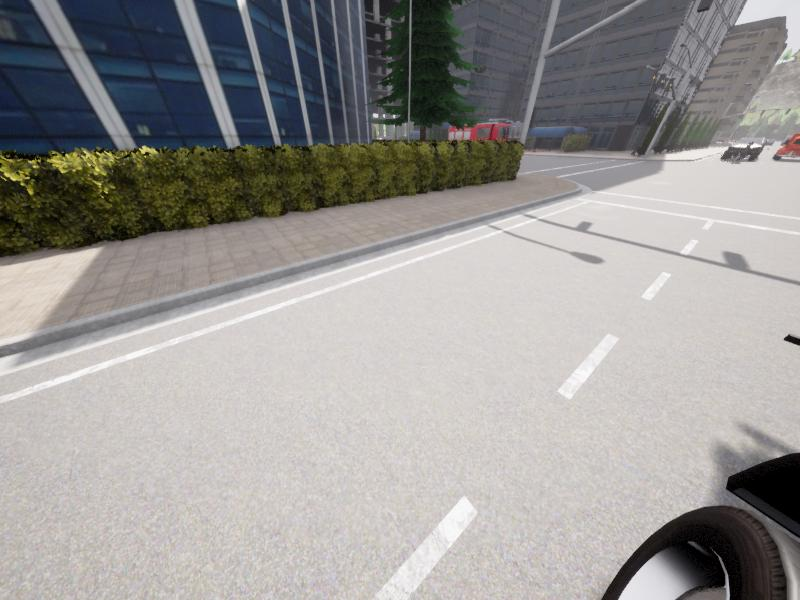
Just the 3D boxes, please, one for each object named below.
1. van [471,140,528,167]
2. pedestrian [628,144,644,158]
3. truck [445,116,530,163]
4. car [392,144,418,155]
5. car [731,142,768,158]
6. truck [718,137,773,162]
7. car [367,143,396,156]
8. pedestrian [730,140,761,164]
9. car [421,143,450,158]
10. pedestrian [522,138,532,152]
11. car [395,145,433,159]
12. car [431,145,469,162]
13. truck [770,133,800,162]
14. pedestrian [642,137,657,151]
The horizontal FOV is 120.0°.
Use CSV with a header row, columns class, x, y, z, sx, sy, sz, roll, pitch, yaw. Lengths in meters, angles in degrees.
class,x,y,z,sx,sy,sz,roll,pitch,yaw
van,9.427,-14.207,22.284,1.775,1.987,4.442,-24,41,-29
pedestrian,28.074,-17.749,27.469,0.751,1.300,0.751,-24,42,-30
truck,9.456,-18.277,26.464,2.891,3.827,8.468,-24,41,-29
car,0.726,-23.921,36.667,1.994,1.385,4.181,-24,42,-30
car,45.236,-19.484,29.876,5.366,1.575,1.801,-23,41,-29
truck,38.898,-17.022,25.976,6.274,2.098,2.390,-23,41,-29
car,-2.889,-23.399,35.804,1.882,1.535,5.008,-24,41,-29
pedestrian,33.000,-14.154,22.112,0.751,1.860,0.751,-18,39,-23
car,4.912,-20.807,32.078,1.845,1.501,3.633,-24,41,-29
pedestrian,21.035,-25.679,38.284,0.751,1.860,0.751,-23,41,-28
car,1.752,-19.805,30.797,2.033,1.411,5.357,-24,41,-29
car,5.640,-16.883,26.551,1.970,1.475,3.806,-23,41,-29
truck,43.349,-16.565,24.974,5.204,2.467,2.627,-23,41,-29
pedestrian,41.731,-26.082,38.680,0.751,1.860,0.751,-16,38,-21
